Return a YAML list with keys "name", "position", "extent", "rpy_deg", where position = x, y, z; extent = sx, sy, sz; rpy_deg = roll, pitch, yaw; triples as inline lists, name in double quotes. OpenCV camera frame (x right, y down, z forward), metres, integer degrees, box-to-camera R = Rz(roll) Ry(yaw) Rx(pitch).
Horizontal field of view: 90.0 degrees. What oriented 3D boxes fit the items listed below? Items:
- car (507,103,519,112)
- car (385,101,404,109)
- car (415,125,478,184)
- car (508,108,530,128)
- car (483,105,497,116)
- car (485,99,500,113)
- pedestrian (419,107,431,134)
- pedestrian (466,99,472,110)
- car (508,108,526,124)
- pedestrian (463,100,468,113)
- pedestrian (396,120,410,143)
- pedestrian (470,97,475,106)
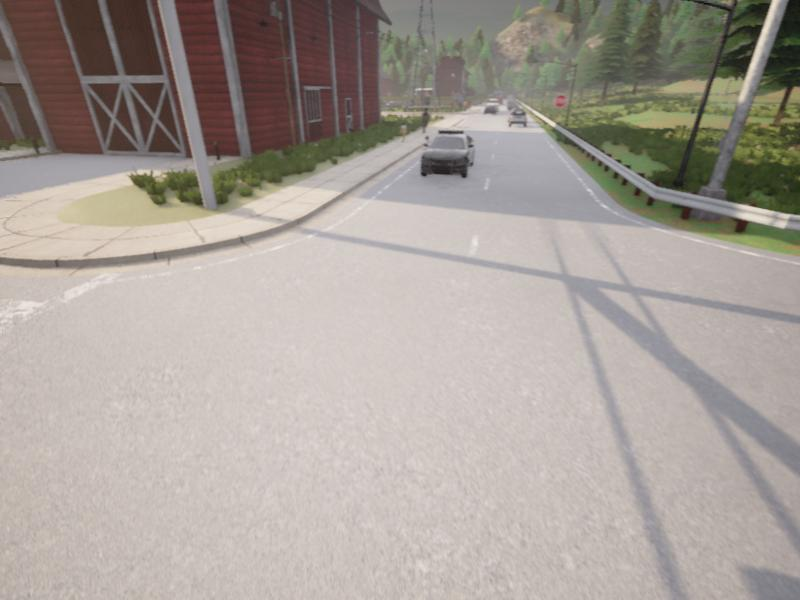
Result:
- name: "car"
  position: [20.868, -35.776, 74.132]
  extent: [1.994, 1.385, 4.181]
  rpy_deg: [6, 28, 12]
- name: "car"
  position: [-1.190, -41.427, 85.109]
  extent: [1.970, 1.475, 3.806]
  rpy_deg: [24, 36, 38]
- name: "car"
  position: [2.113, -6.356, 17.055]
  extent: [1.930, 1.638, 5.238]
  rpy_deg: [6, 28, 12]
- name: "car"
  position: [11.893, -18.384, 40.311]
  extent: [1.851, 1.617, 3.988]
  rpy_deg: [6, 28, 12]
- name: "car"
  position: [13.775, -28.920, 61.005]
  extent: [1.895, 1.301, 4.718]
  rpy_deg: [6, 28, 12]
- name: "car"
  position: [16.547, -34.648, 71.258]
  extent: [2.150, 2.045, 5.566]
  rpy_deg: [6, 28, 12]
- name: "pedestrian"
  position: [1.959, -13.913, 31.037]
  extent: [0.751, 1.860, 0.751]
  rpy_deg: [8, 28, 15]
- name: "pedestrian"
  position: [12.969, -36.707, 75.056]
  extent: [0.751, 1.860, 0.751]
  rpy_deg: [-5, 28, -9]
- name: "car"
  position: [13.433, -21.317, 46.152]
  extent: [1.812, 1.442, 4.674]
  rpy_deg: [6, 28, 12]
- name: "pedestrian"
  position: [10.654, -31.632, 65.256]
  extent: [0.751, 1.860, 0.751]
  rpy_deg: [4, 28, 7]
- name: "pedestrian"
  position: [0.208, -10.923, 25.872]
  extent: [0.751, 1.300, 0.751]
  rpy_deg: [6, 28, 11]
- name: "pedestrian"
  position: [17.958, -49.300, 99.380]
  extent: [0.751, 1.860, 0.751]
  rpy_deg: [14, 31, 25]
